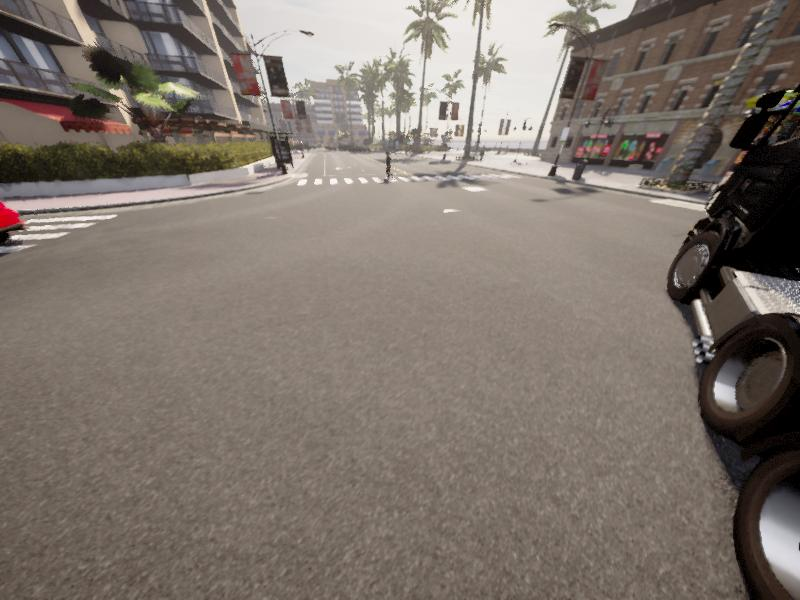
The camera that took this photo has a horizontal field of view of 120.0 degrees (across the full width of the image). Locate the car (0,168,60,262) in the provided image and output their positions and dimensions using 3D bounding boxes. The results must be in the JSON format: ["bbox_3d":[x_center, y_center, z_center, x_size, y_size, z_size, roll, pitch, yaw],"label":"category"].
[{"bbox_3d":[-11.941,-1.551,4.431,5.566,2.045,2.150,-9,36,-13],"label":"car"}]

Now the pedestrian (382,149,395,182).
[{"bbox_3d":[-0.797,-9.256,15.898,0.751,1.860,0.751,-8,35,-12],"label":"pedestrian"}]

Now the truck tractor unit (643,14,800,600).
[{"bbox_3d":[4.661,-0.591,1.251,3.053,4.208,6.516,24,41,33],"label":"truck tractor unit"}]

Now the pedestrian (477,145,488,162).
[{"bbox_3d":[10.940,-19.447,30.603,0.751,1.860,0.751,-3,35,-5],"label":"pedestrian"}]

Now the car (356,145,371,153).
[{"bbox_3d":[-9.806,-40.433,61.741,2.152,1.651,5.027,-18,39,-25],"label":"car"}]
